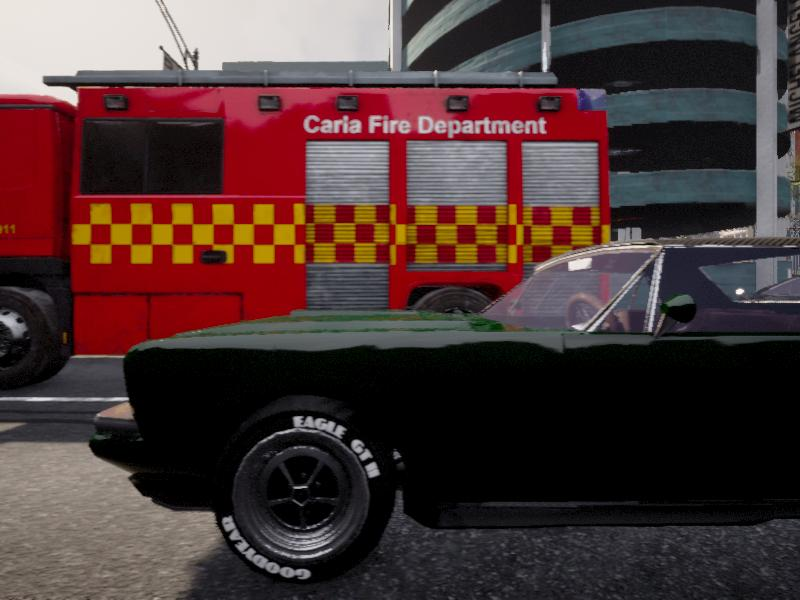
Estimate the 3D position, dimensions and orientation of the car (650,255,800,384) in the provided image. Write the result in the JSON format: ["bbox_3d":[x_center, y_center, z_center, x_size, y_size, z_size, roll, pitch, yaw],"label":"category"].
[{"bbox_3d":[6.849,0.229,6.136,4.974,1.542,2.038,0,0,-8],"label":"car"}]

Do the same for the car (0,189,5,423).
[{"bbox_3d":[-5.148,0.049,2.313,3.866,1.878,1.905,0,0,0],"label":"car"}]

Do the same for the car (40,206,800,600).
[{"bbox_3d":[1.168,0.346,2.309,4.718,1.301,1.895,0,0,-2],"label":"car"}]

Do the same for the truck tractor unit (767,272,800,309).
[{"bbox_3d":[47.731,-1.104,47.105,3.053,4.208,6.516,0,0,2],"label":"truck tractor unit"}]

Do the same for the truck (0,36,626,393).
[{"bbox_3d":[-1.800,-0.916,5.748,8.468,3.827,2.891,0,0,0],"label":"truck"}]
